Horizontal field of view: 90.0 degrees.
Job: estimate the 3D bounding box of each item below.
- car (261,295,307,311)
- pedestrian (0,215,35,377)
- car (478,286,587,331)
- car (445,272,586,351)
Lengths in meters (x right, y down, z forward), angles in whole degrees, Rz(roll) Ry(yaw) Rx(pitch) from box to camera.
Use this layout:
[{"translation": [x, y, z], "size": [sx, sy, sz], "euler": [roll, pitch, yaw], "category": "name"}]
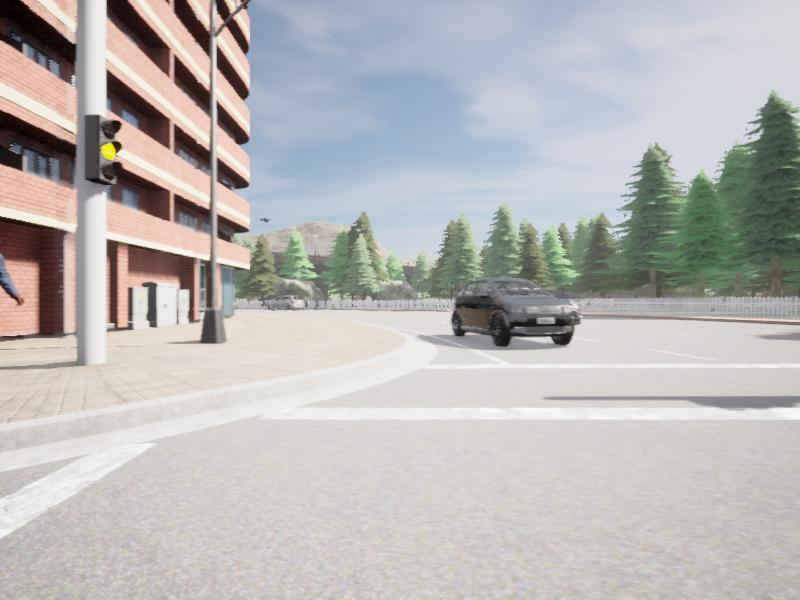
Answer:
[{"translation": [-13.016, 0.305, 44.852], "size": [4.611, 1.667, 2.242], "euler": [0, 0, 25], "category": "car"}, {"translation": [-4.981, -0.046, 4.677], "size": [0.751, 1.860, 0.751], "euler": [0, 0, 10], "category": "pedestrian"}, {"translation": [4.840, 0.273, 15.195], "size": [1.970, 1.475, 3.806], "euler": [0, 0, -21], "category": "car"}, {"translation": [2.565, 0.225, 9.860], "size": [1.789, 1.549, 3.705], "euler": [0, 0, -12], "category": "car"}]
